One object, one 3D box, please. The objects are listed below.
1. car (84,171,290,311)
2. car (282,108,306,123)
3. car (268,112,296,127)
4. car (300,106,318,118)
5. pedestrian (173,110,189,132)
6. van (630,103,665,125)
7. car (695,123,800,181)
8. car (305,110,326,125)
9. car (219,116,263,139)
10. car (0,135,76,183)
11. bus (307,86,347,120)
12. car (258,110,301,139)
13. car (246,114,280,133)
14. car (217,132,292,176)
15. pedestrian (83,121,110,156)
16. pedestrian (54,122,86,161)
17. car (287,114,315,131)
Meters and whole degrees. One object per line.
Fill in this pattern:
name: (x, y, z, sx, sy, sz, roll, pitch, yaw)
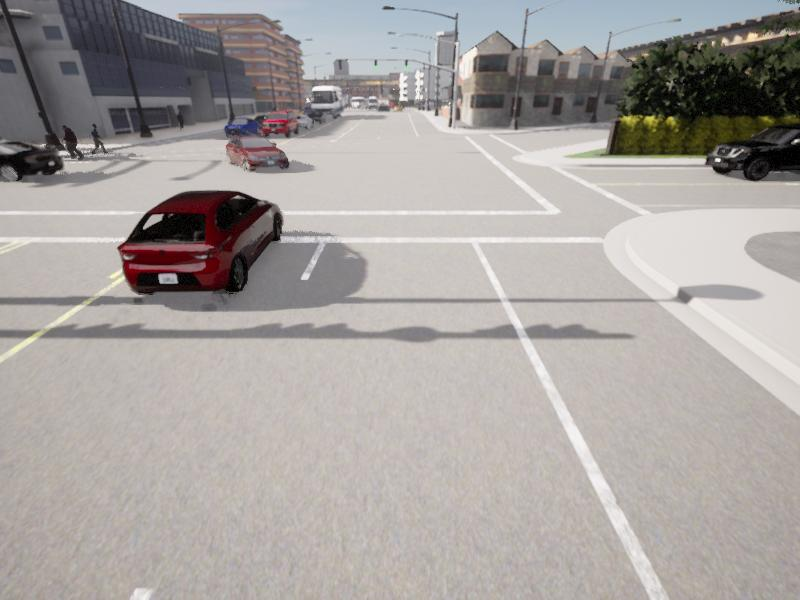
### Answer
car: (-3.618, -1.434, 7.875, 1.816, 1.474, 4.193, -1, 27, -2)
car: (-14.177, -24.807, 53.808, 1.882, 1.535, 5.008, 0, 28, 0)
car: (-14.143, -21.767, 48.226, 1.994, 1.385, 4.181, 0, 28, 1)
car: (-14.208, -29.429, 62.573, 1.812, 1.442, 4.674, 0, 28, 0)
pedestrian: (-21.336, -17.451, 38.990, 0.751, 1.860, 0.751, -3, 27, -7)
van: (34.109, -25.648, 55.080, 1.988, 2.561, 5.915, 24, 35, 39)
car: (16.024, -6.140, 16.521, 5.566, 2.045, 2.150, 0, 26, 0)
car: (-10.664, -23.179, 50.798, 1.816, 1.474, 4.193, 0, 28, 0)
car: (-14.123, -15.537, 35.896, 1.882, 1.535, 5.008, 0, 27, 0)
car: (-16.971, -5.890, 16.573, 5.238, 1.638, 1.930, 2, 27, 3)
bus: (-10.579, -29.401, 59.536, 3.944, 4.253, 10.273, 0, 28, 0)
car: (-10.616, -15.784, 35.808, 2.150, 2.045, 5.566, 0, 27, 0)
car: (-14.137, -18.445, 41.692, 1.837, 1.490, 4.892, 0, 27, 0)
car: (-7.077, -7.144, 19.270, 1.812, 1.442, 4.674, -19, 32, -32)
pedestrian: (-17.730, -9.449, 23.386, 0.751, 1.860, 0.751, -17, 31, -31)
pedestrian: (-17.710, -8.509, 21.499, 0.751, 1.860, 0.751, -24, 35, -39)
car: (-10.640, -19.218, 43.237, 1.812, 1.442, 4.674, 0, 27, 0)
